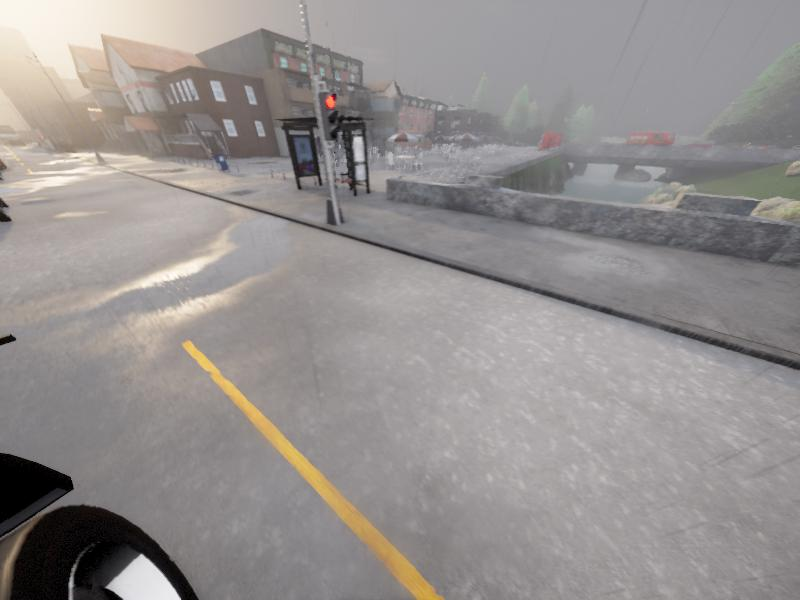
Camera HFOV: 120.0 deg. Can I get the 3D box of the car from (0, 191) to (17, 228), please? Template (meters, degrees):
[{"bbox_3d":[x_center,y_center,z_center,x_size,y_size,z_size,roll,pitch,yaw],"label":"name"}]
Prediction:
[{"bbox_3d":[-14.047,-3.126,7.063,4.718,1.301,1.895,22,41,28],"label":"car"}]

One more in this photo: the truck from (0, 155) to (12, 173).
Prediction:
[{"bbox_3d":[-31.398,-10.703,16.588,5.204,2.467,2.627,23,41,27],"label":"truck"}]

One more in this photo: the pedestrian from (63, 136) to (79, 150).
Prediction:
[{"bbox_3d":[-56.419,-26.900,39.589,0.751,1.860,0.751,22,41,28],"label":"pedestrian"}]

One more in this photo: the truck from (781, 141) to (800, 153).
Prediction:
[{"bbox_3d":[82.594,-30.447,46.044,6.274,2.098,2.390,22,41,28],"label":"truck"}]

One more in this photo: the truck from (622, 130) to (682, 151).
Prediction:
[{"bbox_3d":[59.299,-37.849,54.790,8.468,3.827,2.891,22,41,28],"label":"truck"}]

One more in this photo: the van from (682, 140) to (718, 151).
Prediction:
[{"bbox_3d":[69.401,-35.787,53.572,4.442,1.987,1.775,22,41,28],"label":"van"}]

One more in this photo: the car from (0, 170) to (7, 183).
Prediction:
[{"bbox_3d":[-24.816,-7.545,13.148,4.181,1.385,1.994,22,41,28],"label":"car"}]
